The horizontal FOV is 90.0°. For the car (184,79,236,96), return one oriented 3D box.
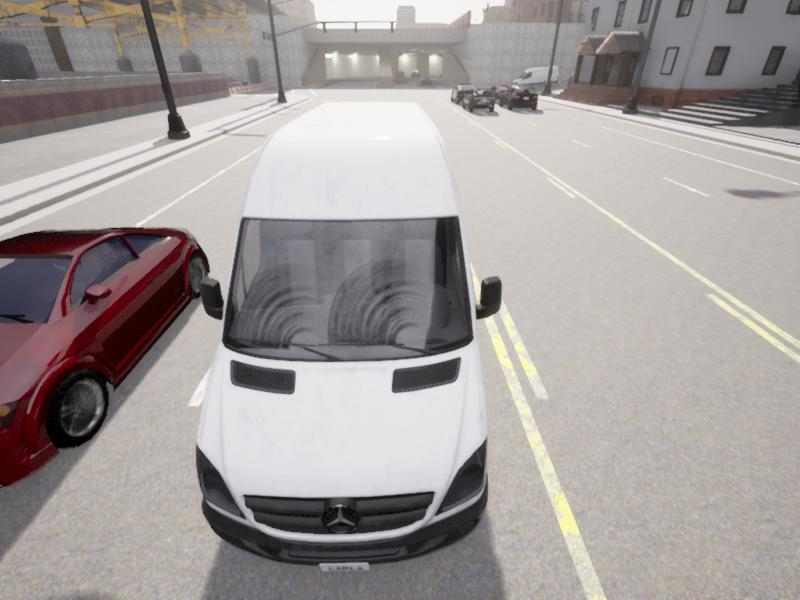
[{"bbox_3d":[-22.519,-25.290,47.519,2.038,1.542,4.974,25,38,36],"label":"car"}]

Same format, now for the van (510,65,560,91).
[{"bbox_3d":[18.072,-29.828,53.778,5.915,2.561,1.988,-4,30,1],"label":"van"}]

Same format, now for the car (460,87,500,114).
[{"bbox_3d":[6.029,-15.367,30.674,2.007,1.525,4.514,-1,30,-1],"label":"car"}]

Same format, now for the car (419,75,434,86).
[{"bbox_3d":[4.449,-37.830,68.919,2.038,1.542,4.974,-1,30,-2],"label":"car"}]

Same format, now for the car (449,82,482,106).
[{"bbox_3d":[5.898,-19.002,36.759,1.930,1.638,5.238,-1,30,-2],"label":"car"}]

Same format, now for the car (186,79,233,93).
[{"bbox_3d":[-22.554,-25.406,47.406,1.853,1.218,4.536,25,38,36],"label":"car"}]

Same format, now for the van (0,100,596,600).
[{"bbox_3d":[-0.398,-0.615,4.514,1.988,2.561,5.915,-1,30,-1],"label":"van"}]

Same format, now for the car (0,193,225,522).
[{"bbox_3d":[-3.889,0.059,4.518,1.994,1.385,4.181,-1,30,-1],"label":"car"}]

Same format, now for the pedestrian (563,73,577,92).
[{"bbox_3d":[18.724,-23.934,44.065,0.751,1.860,0.751,-10,32,-16],"label":"pedestrian"}]

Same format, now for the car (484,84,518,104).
[{"bbox_3d":[9.485,-19.583,37.946,1.812,1.442,4.674,-1,30,-2],"label":"car"}]

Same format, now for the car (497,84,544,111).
[{"bbox_3d":[9.495,-16.263,32.061,2.242,1.667,4.611,0,30,-1],"label":"car"}]
